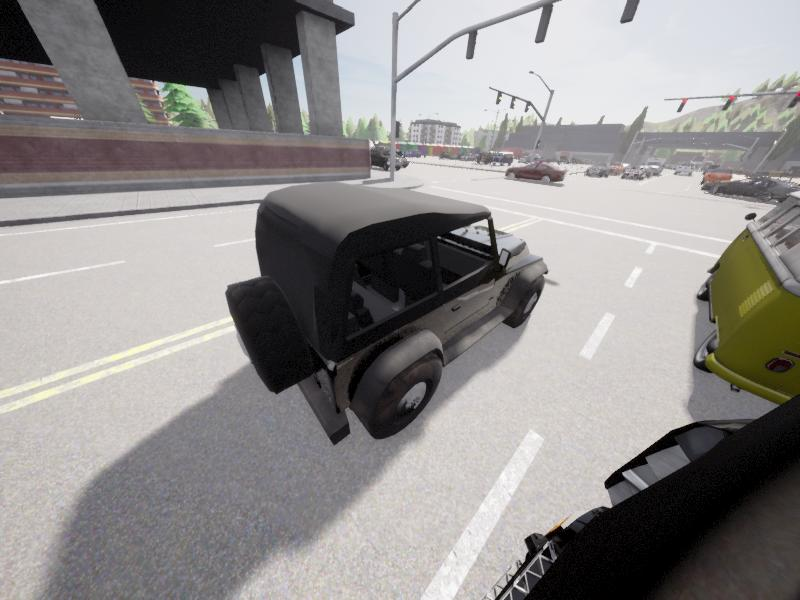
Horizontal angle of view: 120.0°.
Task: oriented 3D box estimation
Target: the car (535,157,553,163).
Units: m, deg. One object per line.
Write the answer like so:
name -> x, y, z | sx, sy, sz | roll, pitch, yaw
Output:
car -> 38.211, -37.161, 61.332 | 5.357, 1.415, 2.033 | -24, 42, -35

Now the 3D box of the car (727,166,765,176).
car -> 82.655, -30.872, 55.303 | 2.033, 1.649, 4.856 | -25, 42, -35

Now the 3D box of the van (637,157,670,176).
van -> 41.804, -21.984, 38.084 | 6.366, 2.431, 2.351 | -24, 42, -35

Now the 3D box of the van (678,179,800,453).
van -> 5.428, -0.143, 2.783 | 4.442, 1.987, 1.775 | -24, 42, -35

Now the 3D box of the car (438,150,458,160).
car -> 11.089, -33.480, 53.289 | 4.605, 1.855, 1.932 | -24, 42, -35

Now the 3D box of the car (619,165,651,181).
car -> 29.843, -16.172, 29.268 | 3.806, 1.475, 1.970 | -24, 42, -35

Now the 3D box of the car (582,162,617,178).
car -> 26.358, -17.232, 30.469 | 4.856, 1.649, 2.033 | -24, 42, -35

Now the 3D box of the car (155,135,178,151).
car -> -37.491, -25.260, 37.124 | 1.905, 1.878, 3.866 | -24, 42, -35

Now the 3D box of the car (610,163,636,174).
car -> 37.943, -22.428, 39.315 | 4.792, 1.488, 2.163 | -24, 42, -35

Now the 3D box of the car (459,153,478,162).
car -> 14.790, -30.848, 50.042 | 3.806, 1.475, 1.970 | -24, 42, -35

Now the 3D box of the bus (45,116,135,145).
bus -> -65.299, -36.015, 49.416 | 10.273, 4.253, 3.944 | -24, 42, -35

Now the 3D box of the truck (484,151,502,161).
truck -> 24.206, -37.500, 60.179 | 4.478, 2.038, 2.069 | -24, 42, -35

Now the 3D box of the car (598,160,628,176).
car -> 32.224, -19.961, 34.877 | 4.553, 1.767, 2.097 | -24, 42, -35

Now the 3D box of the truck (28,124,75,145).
truck -> -54.988, -26.149, 36.659 | 2.615, 2.467, 5.204 | -24, 42, -35

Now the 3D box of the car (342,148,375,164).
car -> -5.934, -20.539, 32.878 | 1.930, 1.638, 5.238 | -25, 42, -35

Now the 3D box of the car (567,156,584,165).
car -> 46.714, -37.055, 61.394 | 4.605, 1.855, 1.932 | -24, 42, -35

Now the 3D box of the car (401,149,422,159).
car -> 2.689, -33.625, 53.176 | 4.611, 1.667, 2.242 | -24, 42, -35

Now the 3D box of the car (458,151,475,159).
car -> 18.746, -41.007, 65.221 | 4.605, 1.855, 1.932 | -24, 42, -35

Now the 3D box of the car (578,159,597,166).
car -> 57.002, -41.865, 70.151 | 1.970, 1.475, 3.806 | -24, 42, -34

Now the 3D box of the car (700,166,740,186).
car -> 37.671, -14.686, 27.335 | 4.553, 1.767, 2.097 | -24, 42, -35

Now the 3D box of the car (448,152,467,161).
car -> 12.885, -32.145, 51.794 | 3.905, 1.438, 1.784 | -24, 42, -35

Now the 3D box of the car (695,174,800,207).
car -> 25.929, -8.110, 16.854 | 2.033, 1.411, 5.357 | 1, 33, -3

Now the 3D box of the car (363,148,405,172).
car -> -1.825, -15.027, 24.672 | 1.932, 1.855, 4.605 | -25, 42, -35

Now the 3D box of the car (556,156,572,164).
car -> 44.848, -38.341, 63.195 | 3.866, 1.878, 1.905 | -24, 42, -35

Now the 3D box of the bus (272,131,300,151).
bus -> -31.917, -44.439, 64.560 | 3.944, 4.253, 10.273 | -21, 40, -31

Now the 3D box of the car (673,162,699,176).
car -> 52.882, -24.262, 42.713 | 5.566, 2.045, 2.150 | -24, 42, -35

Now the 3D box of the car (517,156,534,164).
car -> 29.934, -33.423, 55.078 | 3.806, 1.475, 1.970 | -24, 42, -35

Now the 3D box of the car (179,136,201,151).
car -> -35.284, -26.256, 38.794 | 1.905, 1.878, 3.866 | -24, 42, -35

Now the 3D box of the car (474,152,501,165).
car -> 15.566, -25.133, 41.047 | 4.605, 1.855, 1.932 | -24, 42, -35

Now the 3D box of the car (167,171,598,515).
car -> 0.275, -0.348, 2.785 | 3.866, 1.878, 1.905 | -24, 42, -35

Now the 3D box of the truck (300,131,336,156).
truck -> -16.527, -31.355, 46.400 | 2.891, 3.827, 8.468 | -25, 42, -35

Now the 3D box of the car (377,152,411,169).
car -> -0.826, -17.111, 28.252 | 1.816, 1.474, 4.193 | -25, 42, -35

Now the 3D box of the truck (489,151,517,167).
truck -> 17.530, -23.965, 39.264 | 4.478, 2.038, 2.069 | -24, 42, -35

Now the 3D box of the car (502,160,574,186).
car -> 12.182, -11.525, 20.805 | 1.882, 1.535, 5.008 | -25, 43, -35

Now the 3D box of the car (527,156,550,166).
car -> 28.809, -28.839, 47.950 | 4.611, 1.667, 2.242 | -24, 42, -35

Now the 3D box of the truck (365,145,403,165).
truck -> -2.507, -21.532, 34.222 | 2.390, 2.098, 6.274 | -22, 41, -31

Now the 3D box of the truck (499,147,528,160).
truck -> 41.486, -53.742, 84.666 | 2.891, 3.827, 8.468 | -23, 41, -33

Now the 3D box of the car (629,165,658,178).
car -> 35.225, -18.569, 33.390 | 4.181, 1.385, 1.994 | -24, 42, -35

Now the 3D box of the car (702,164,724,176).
car -> 63.703, -26.525, 47.102 | 3.866, 1.878, 1.905 | -24, 42, -35

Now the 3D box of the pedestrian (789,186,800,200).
pedestrian -> 29.400, -8.107, 16.402 | 0.751, 1.860, 0.751 | 18, 36, 21

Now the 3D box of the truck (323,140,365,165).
truck -> -7.125, -18.767, 29.365 | 2.627, 2.467, 5.204 | -25, 42, -35

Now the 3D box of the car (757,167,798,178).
car -> 88.498, -30.039, 54.284 | 1.932, 1.855, 4.605 | -25, 42, -35
